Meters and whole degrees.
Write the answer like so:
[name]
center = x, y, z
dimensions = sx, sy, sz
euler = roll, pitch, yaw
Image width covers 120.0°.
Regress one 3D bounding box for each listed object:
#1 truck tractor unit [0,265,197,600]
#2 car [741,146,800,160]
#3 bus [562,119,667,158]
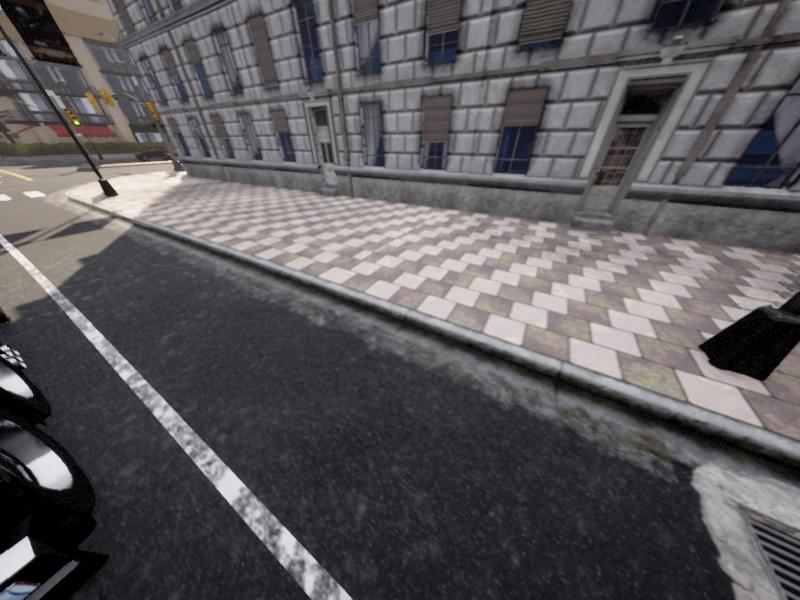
[truck tractor unit]
center = -5.111, -0.301, 0.775
dimensions = 6.516, 4.208, 3.053
euler = 18, 39, 24
[car]
center = 47.545, -18.626, 29.225
dimensions = 1.895, 1.301, 4.718
euler = -21, 40, -26
[bus]
center = 31.063, -24.018, 34.518
dimensions = 10.273, 4.253, 3.944
euler = 19, 39, 26
